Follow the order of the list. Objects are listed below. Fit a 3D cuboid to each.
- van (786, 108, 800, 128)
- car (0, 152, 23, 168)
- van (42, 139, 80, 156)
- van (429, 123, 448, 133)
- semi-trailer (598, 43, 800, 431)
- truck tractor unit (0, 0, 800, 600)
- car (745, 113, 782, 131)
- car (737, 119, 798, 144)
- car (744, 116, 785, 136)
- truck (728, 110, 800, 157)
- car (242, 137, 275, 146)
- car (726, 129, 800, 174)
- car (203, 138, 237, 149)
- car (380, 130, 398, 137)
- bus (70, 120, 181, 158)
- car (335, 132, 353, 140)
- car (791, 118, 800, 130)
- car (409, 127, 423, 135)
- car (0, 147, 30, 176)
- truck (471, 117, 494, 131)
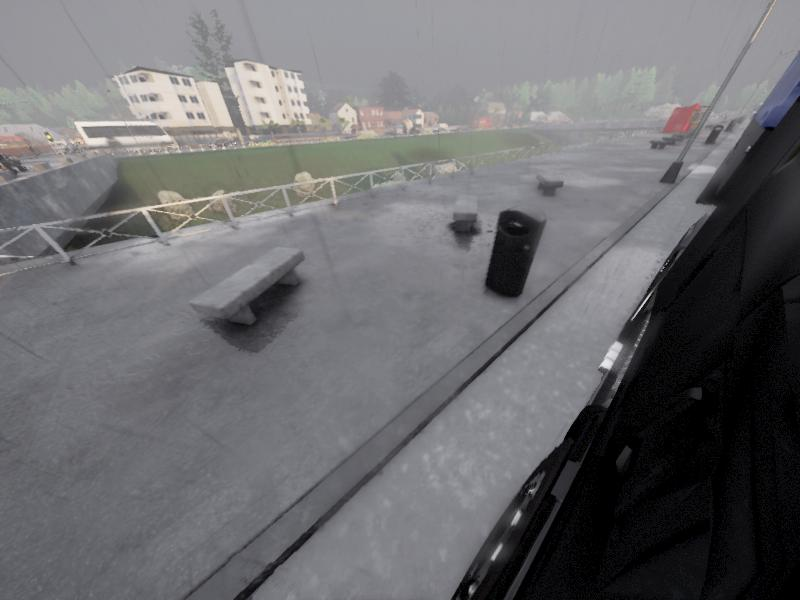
[{"bbox_3d":[60.590,-27.353,34.392,5.915,2.561,1.988,-28,44,-30],"label":"van"},{"bbox_3d":[-47.456,-16.453,27.188,1.895,1.301,4.718,-28,44,-30],"label":"car"},{"bbox_3d":[-66.925,-30.272,45.752,2.351,2.431,6.366,-28,44,-30],"label":"van"},{"bbox_3d":[12.625,-56.442,75.967,6.366,2.431,2.351,-28,44,-30],"label":"van"},{"bbox_3d":[8.691,-3.605,4.242,14.254,4.402,2.717,-28,44,-30],"label":"semi-trailer"},{"bbox_3d":[2.645,-0.295,0.351,6.516,4.208,3.053,-28,44,-30],"label":"truck tractor unit"},{"bbox_3d":[49.497,-24.306,31.540,4.605,1.855,1.932,-28,44,-30],"label":"car"},{"bbox_3d":[31.423,-14.521,19.870,4.902,1.511,2.128,-28,44,-30],"label":"car"},{"bbox_3d":[40.665,-19.477,25.871,5.366,1.575,1.801,-28,44,-30],"label":"car"},{"bbox_3d":[24.304,-10.968,15.064,6.274,2.098,2.390,-28,44,-30],"label":"truck"},{"bbox_3d":[-29.771,-33.430,48.672,5.357,1.411,2.033,-28,44,-30],"label":"car"},{"bbox_3d":[17.835,-7.219,11.061,4.181,1.385,1.994,-28,44,-30],"label":"car"},{"bbox_3d":[-35.061,-30.560,45.076,4.892,1.490,1.837,-27,43,-29],"label":"car"},{"bbox_3d":[-3.153,-47.654,65.966,4.892,1.490,1.837,-28,44,-30],"label":"car"},{"bbox_3d":[-42.629,-25.572,36.588,3.944,4.253,10.273,24,44,34],"label":"bus"},{"bbox_3d":[-14.302,-41.670,58.742,3.806,1.475,1.970,-28,44,-30],"label":"car"},{"bbox_3d":[54.115,-23.514,30.445,3.988,1.617,1.851,-28,44,-30],"label":"car"},{"bbox_3d":[4.712,-48.855,66.802,3.866,1.878,1.905,-28,44,-30],"label":"car"},{"bbox_3d":[-35.158,-11.970,20.015,1.905,1.878,3.866,-28,44,-30],"label":"car"},{"bbox_3d":[29.592,-62.907,82.424,8.468,3.827,2.891,-28,44,-30],"label":"truck"}]
